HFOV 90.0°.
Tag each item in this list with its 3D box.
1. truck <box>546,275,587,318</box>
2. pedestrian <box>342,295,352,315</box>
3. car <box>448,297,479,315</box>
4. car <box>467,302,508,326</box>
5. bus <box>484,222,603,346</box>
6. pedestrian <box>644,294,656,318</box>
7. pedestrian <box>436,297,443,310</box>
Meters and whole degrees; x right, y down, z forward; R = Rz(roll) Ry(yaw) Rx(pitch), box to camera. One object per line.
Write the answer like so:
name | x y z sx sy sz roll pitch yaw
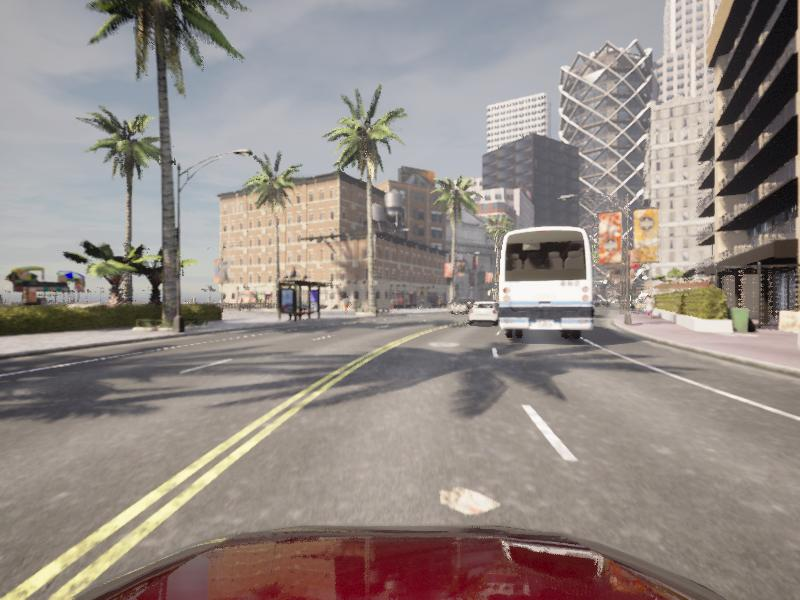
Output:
truck | 16.940 -0.317 40.306 2.891 3.827 8.468 0 0 29
pedestrian | -5.217 0.485 39.425 0.751 1.860 0.751 0 0 25
car | 7.094 0.652 44.243 1.932 1.855 4.605 0 0 28
car | 5.820 0.855 26.333 1.970 1.475 3.806 0 0 23
bus | 6.513 -0.531 19.113 3.944 4.253 10.273 0 0 17
pedestrian | 19.614 0.489 31.438 0.751 1.860 0.751 0 0 29
pedestrian | 5.808 0.487 58.987 0.751 1.860 0.751 0 0 37
